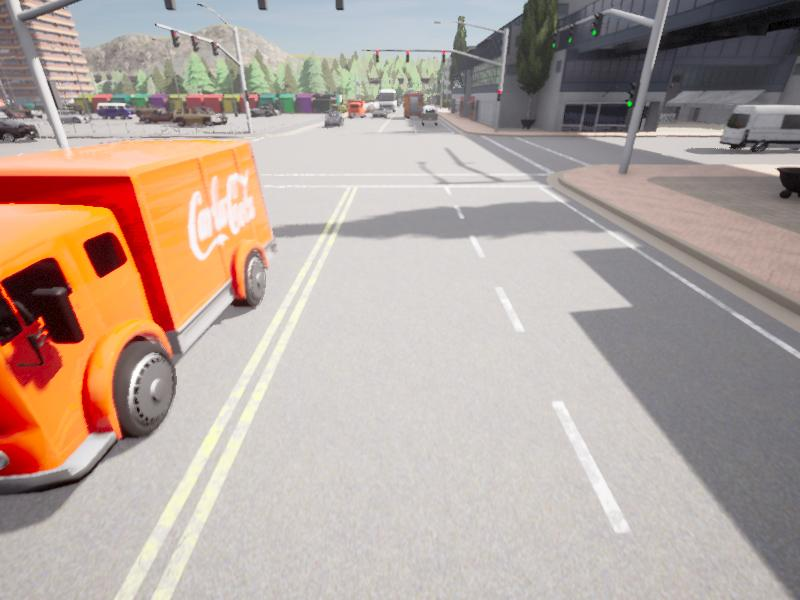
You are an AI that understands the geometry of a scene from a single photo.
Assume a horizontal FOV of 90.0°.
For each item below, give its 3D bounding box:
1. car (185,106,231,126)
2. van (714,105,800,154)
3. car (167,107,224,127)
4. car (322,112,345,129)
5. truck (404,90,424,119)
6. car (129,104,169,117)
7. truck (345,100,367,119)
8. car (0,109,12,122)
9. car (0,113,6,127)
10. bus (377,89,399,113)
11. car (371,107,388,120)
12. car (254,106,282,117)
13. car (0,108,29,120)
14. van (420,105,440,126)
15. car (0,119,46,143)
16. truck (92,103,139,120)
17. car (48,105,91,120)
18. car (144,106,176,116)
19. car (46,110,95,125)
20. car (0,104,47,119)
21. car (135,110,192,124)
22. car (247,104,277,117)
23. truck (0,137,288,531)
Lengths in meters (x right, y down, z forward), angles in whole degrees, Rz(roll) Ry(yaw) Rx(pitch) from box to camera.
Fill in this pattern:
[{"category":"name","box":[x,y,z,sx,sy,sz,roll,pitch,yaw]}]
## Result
[{"category":"car","box":[-21.404,-20.587,44.739,3.866,1.878,1.905,0,27,0]},{"category":"van","box":[22.919,-10.236,23.960,5.915,2.561,1.988,0,27,0]},{"category":"car","box":[-21.461,-19.276,42.159,4.605,1.855,1.932,0,27,0]},{"category":"car","box":[-7.113,-19.443,43.188,1.845,1.501,3.633,0,27,1]},{"category":"truck","box":[2.146,-30.194,61.747,2.891,3.827,8.468,1,27,1]},{"category":"car","box":[-38.944,-29.484,62.223,4.605,1.855,1.932,0,27,0]},{"category":"truck","box":[-6.627,-29.005,60.919,2.627,2.467,5.204,1,27,1]},{"category":"car","box":[-53.966,-24.212,52.433,3.806,1.475,1.970,0,27,0]},{"category":"car","box":[-45.309,-19.106,42.239,4.611,1.667,2.242,0,27,0]},{"category":"bus","box":[-2.329,-41.413,83.296,3.944,4.253,10.273,1,27,1]},{"category":"car","box":[-3.102,-28.900,61.954,2.152,1.651,5.027,1,27,1]},{"category":"car","box":[-21.411,-30.597,64.912,3.806,1.475,1.970,0,27,0]},{"category":"car","box":[-53.962,-25.555,54.998,3.905,1.438,1.784,0,27,0]},{"category":"van","box":[3.490,-21.932,47.498,2.069,2.038,4.480,1,27,1]},{"category":"car","box":[-29.891,-12.592,29.772,5.008,1.535,1.882,-1,27,0]},{"category":"truck","box":[-38.894,-25.838,54.859,4.478,2.038,2.069,0,27,0]},{"category":"car","box":[-45.274,-25.746,54.902,3.866,1.878,1.905,0,27,0]},{"category":"car","box":[-38.878,-30.612,64.900,3.905,1.438,1.784,0,27,0]},{"category":"car","box":[-38.869,-21.598,47.277,3.806,1.475,1.970,0,27,0]},{"category":"car","box":[-54.011,-26.960,57.294,4.605,1.855,1.932,0,27,0]},{"category":"car","box":[-27.842,-21.611,47.272,5.357,1.415,2.033,0,27,0]},{"category":"car","box":[-21.424,-29.496,62.224,3.866,1.878,1.905,0,27,0]},{"category":"truck","box":[-3.503,-0.461,4.907,2.627,2.467,5.204,0,27,0]}]
